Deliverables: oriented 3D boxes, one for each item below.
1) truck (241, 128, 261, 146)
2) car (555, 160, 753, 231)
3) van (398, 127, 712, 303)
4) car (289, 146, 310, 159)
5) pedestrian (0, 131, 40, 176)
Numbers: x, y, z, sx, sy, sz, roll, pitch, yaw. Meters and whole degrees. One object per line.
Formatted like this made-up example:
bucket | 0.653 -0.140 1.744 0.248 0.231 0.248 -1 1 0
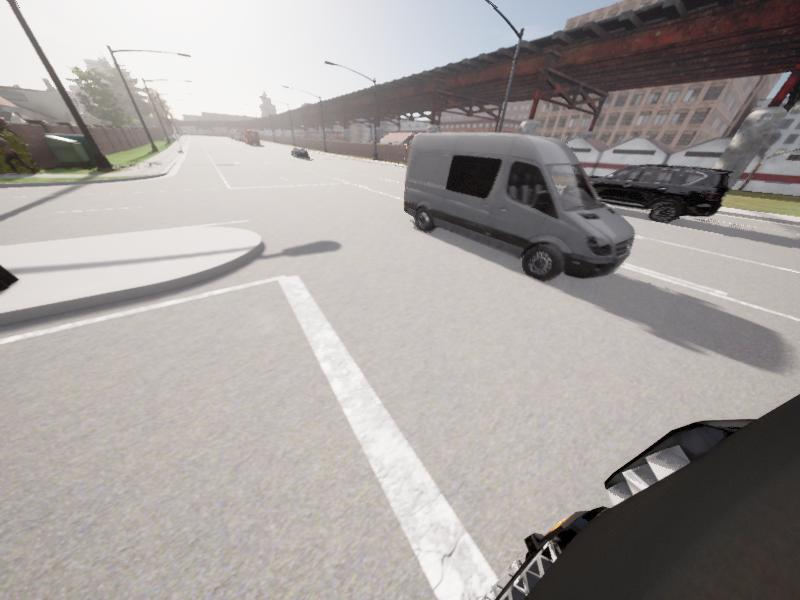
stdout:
truck | -43.511 -47.711 67.590 2.891 3.827 8.468 -20 41 -30
car | 11.001 -5.156 10.783 2.150 2.045 5.566 -18 39 -27
van | 2.533 -2.698 5.956 1.988 2.561 5.915 -20 40 -30
car | -16.444 -24.142 37.814 1.970 1.475 3.806 -20 40 -30
pedestrian | -19.343 -7.254 11.443 0.751 1.860 0.751 -21 40 -32
